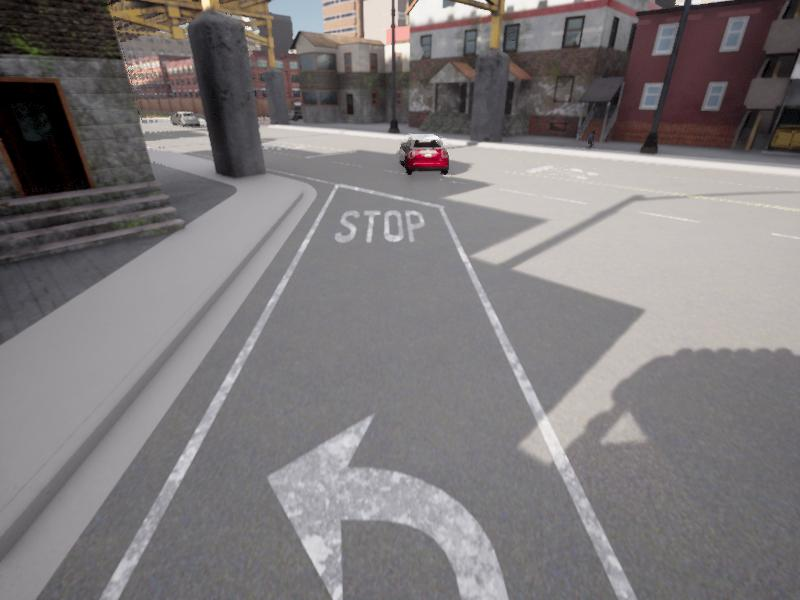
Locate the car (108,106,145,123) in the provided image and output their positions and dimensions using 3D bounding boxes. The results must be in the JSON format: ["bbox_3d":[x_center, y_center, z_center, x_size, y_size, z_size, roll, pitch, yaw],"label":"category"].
[{"bbox_3d":[-35.361,-24.054,51.716,3.866,1.878,1.905,13,30,24],"label":"car"}]

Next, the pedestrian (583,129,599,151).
[{"bbox_3d":[11.079,-9.301,23.260,0.500,1.100,0.500,22,34,36],"label":"pedestrian"}]

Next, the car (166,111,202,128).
[{"bbox_3d":[-23.658,-19.807,43.844,3.806,1.475,1.970,23,35,38],"label":"car"}]

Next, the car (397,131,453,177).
[{"bbox_3d":[1.014,-6.761,18.276,1.970,1.475,3.806,-2,27,-4],"label":"car"}]

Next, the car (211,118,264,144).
[{"bbox_3d":[-12.082,-12.578,29.683,4.193,1.474,1.816,24,35,38],"label":"car"}]

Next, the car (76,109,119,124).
[{"bbox_3d":[-37.363,-22.707,49.475,5.008,1.535,1.882,14,30,25],"label":"car"}]

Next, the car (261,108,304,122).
[{"bbox_3d":[-15.137,-23.857,51.629,4.974,1.542,2.038,-8,28,-14],"label":"car"}]
